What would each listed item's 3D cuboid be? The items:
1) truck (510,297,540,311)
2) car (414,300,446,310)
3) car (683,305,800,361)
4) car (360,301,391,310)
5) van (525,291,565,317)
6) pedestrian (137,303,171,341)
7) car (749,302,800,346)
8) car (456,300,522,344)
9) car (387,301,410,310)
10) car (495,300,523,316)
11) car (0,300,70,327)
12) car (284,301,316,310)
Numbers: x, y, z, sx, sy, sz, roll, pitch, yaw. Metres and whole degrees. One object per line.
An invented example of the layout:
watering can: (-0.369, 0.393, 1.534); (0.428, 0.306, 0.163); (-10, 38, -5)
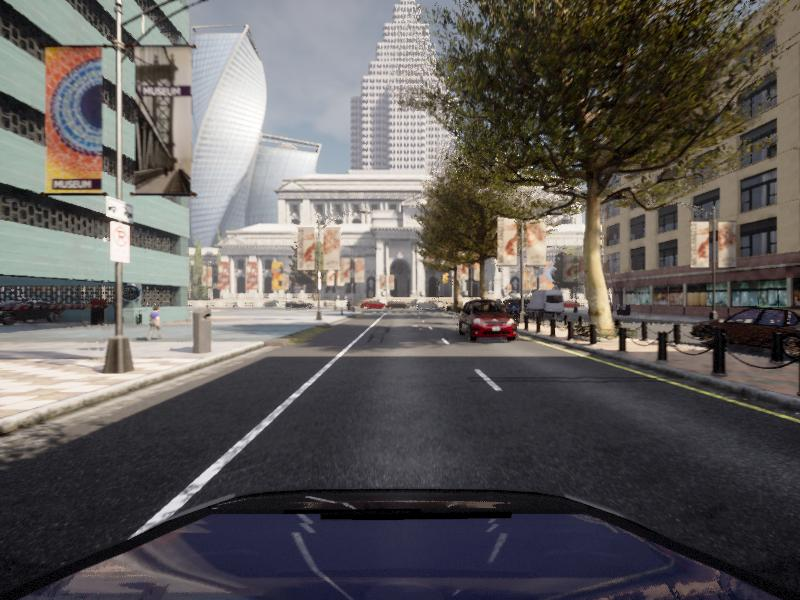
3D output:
truck: (20.261, 0.590, 64.785); (2.390, 2.098, 6.274); (-1, -1, 41)
car: (5.056, 0.831, 67.565); (5.027, 1.651, 2.152); (0, 0, 37)
car: (11.503, 0.904, 12.135); (2.033, 1.411, 5.357); (0, 0, 0)
car: (-4.129, 0.873, 67.729); (5.008, 1.535, 1.882); (0, 0, 0)
van: (15.005, 0.354, 41.737); (1.988, 2.561, 5.915); (0, 0, 0)
pedestrian: (-8.750, 0.776, 14.247); (0.751, 1.300, 0.751); (0, 0, 4)
car: (14.999, 0.833, 13.606); (1.882, 1.535, 5.008); (0, 0, 0)
car: (3.500, 0.801, 16.514); (1.851, 1.617, 3.988); (0, 0, 0)
car: (-0.271, 0.862, 64.212); (3.705, 1.549, 1.789); (0, 0, 0)
car: (11.502, 0.820, 42.304); (1.851, 1.617, 3.988); (0, 0, 0)
car: (-23.450, 0.736, 24.667); (2.128, 1.511, 4.902); (0, 0, 0)
car: (-16.895, 0.887, 67.776); (4.902, 1.511, 2.128); (0, 0, 0)
